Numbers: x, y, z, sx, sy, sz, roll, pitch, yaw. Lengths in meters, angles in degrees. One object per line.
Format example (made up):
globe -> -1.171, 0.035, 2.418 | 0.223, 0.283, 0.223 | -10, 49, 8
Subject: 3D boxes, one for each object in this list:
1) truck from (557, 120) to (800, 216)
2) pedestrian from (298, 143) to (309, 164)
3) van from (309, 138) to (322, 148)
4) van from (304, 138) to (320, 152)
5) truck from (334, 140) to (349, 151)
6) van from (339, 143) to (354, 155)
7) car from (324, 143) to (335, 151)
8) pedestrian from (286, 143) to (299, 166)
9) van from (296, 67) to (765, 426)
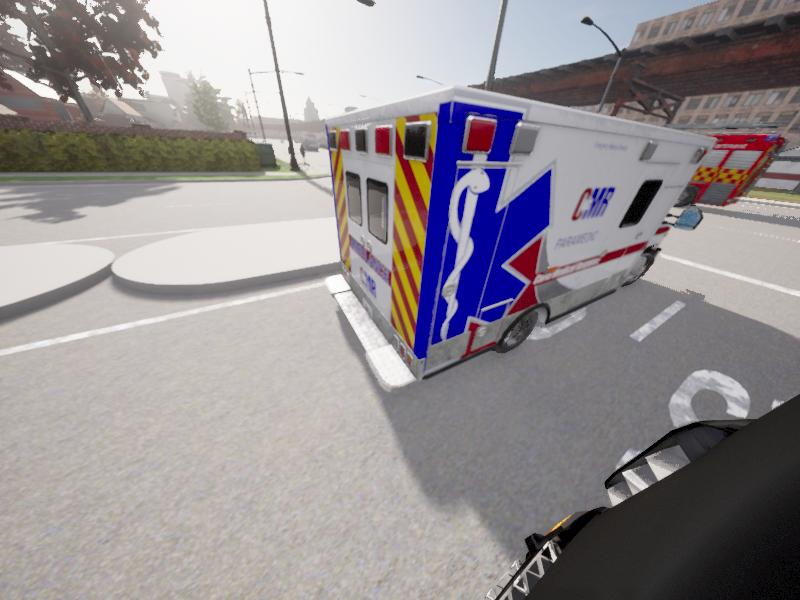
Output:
truck -> 15.464, -8.302, 14.251 | 2.891, 3.827, 8.468 | -16, 38, -26
pedestrian -> -10.697, -16.200, 25.581 | 0.751, 1.860, 0.751 | -13, 37, -23
van -> -27.918, -51.909, 76.139 | 2.351, 2.431, 6.366 | -16, 39, -26
van -> -20.946, -36.721, 54.684 | 1.988, 2.561, 5.915 | -16, 39, -26
truck -> -16.828, -44.408, 66.307 | 2.627, 2.467, 5.204 | -16, 39, -26
van -> -12.636, -35.873, 54.735 | 2.069, 2.038, 4.480 | -15, 39, -25
car -> -19.676, -42.966, 64.743 | 1.789, 1.549, 3.705 | -16, 39, -26
pedestrian -> -10.540, -14.284, 22.700 | 0.751, 1.860, 0.751 | -15, 38, -25
van -> 2.169, -1.163, 3.695 | 6.366, 2.431, 2.351 | -15, 37, -25
